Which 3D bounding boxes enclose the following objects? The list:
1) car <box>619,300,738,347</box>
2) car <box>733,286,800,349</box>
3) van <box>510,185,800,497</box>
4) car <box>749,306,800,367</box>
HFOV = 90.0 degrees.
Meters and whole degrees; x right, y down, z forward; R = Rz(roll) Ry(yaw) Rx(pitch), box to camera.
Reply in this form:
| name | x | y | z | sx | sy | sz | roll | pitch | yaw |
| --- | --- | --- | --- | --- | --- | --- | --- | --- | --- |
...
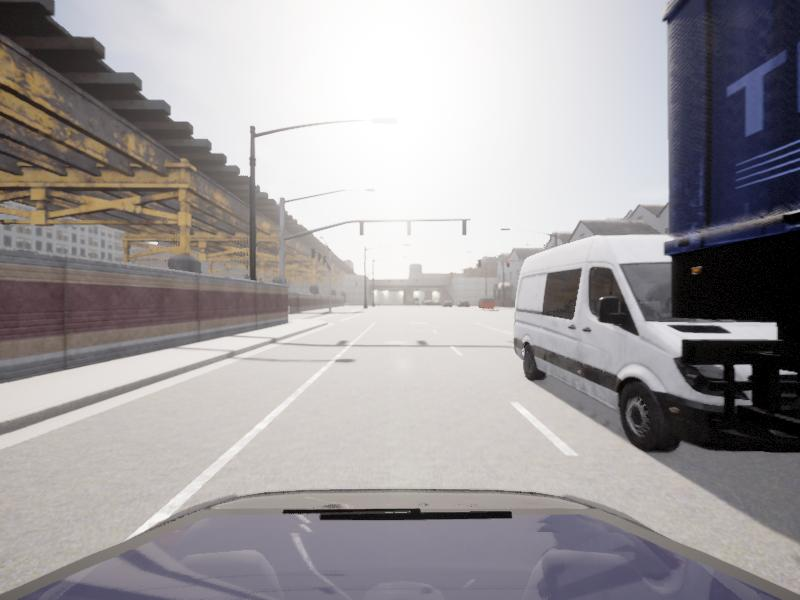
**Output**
| name | x | y | z | sx | sy | sz | roll | pitch | yaw |
| --- | --- | --- | --- | --- | --- | --- | --- | --- | --- |
| car | 10.506 | 0.794 | 15.530 | 1.851 | 1.617 | 3.988 | 0 | 0 | 0 |
| car | 13.984 | 0.573 | 12.751 | 2.150 | 2.045 | 5.566 | 0 | 0 | 0 |
| van | 3.520 | 0.328 | 6.237 | 1.988 | 2.561 | 5.915 | 0 | 0 | 0 |
| car | 10.496 | 0.873 | 8.669 | 1.812 | 1.442 | 4.674 | 0 | 0 | 0 |
